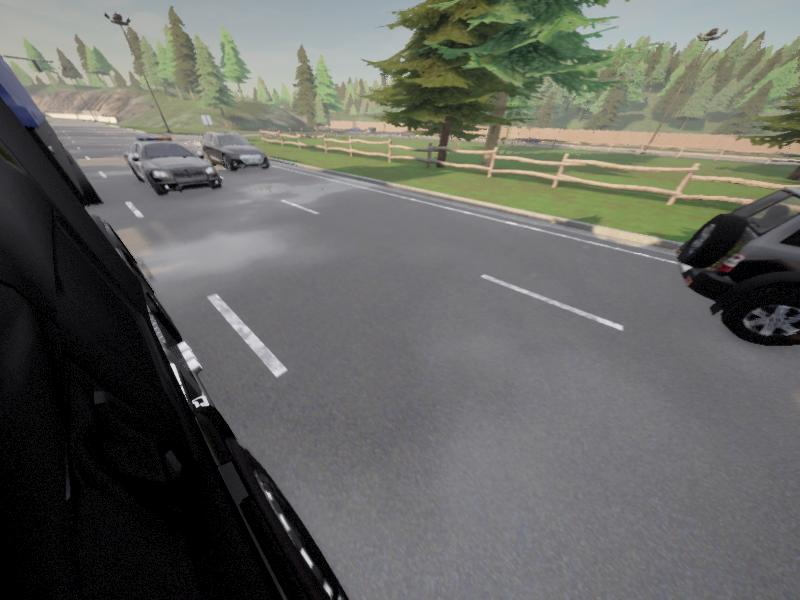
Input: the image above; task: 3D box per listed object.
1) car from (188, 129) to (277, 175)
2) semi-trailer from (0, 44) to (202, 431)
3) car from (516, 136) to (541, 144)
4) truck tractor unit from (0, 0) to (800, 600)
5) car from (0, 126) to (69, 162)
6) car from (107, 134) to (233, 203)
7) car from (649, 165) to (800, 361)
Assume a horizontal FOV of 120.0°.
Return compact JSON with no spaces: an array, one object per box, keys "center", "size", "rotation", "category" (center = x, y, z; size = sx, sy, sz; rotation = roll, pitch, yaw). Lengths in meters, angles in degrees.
[{"center":[-9.214,-8.218,12.678],"size":[4.856,1.649,2.033],"rotation":[28,44,30],"category":"car"},{"center":[-8.705,-3.595,4.230],"size":[14.254,4.402,2.717],"rotation":[28,44,30],"category":"semi-trailer"},{"center":[30.261,-37.623,54.356],"size":[4.718,1.301,1.895],"rotation":[28,44,30],"category":"car"},{"center":[-2.645,-0.295,0.351],"size":[6.516,4.208,3.053],"rotation":[28,44,30],"category":"truck tractor unit"},{"center":[-21.139,-8.971,13.211],"size":[4.181,1.385,1.994],"rotation":[28,44,30],"category":"car"},{"center":[-8.735,-5.179,8.739],"size":[4.974,1.542,2.038],"rotation":[28,44,30],"category":"car"},{"center":[6.329,-0.044,2.482],"size":[4.605,1.855,1.932],"rotation":[28,44,30],"category":"car"}]
